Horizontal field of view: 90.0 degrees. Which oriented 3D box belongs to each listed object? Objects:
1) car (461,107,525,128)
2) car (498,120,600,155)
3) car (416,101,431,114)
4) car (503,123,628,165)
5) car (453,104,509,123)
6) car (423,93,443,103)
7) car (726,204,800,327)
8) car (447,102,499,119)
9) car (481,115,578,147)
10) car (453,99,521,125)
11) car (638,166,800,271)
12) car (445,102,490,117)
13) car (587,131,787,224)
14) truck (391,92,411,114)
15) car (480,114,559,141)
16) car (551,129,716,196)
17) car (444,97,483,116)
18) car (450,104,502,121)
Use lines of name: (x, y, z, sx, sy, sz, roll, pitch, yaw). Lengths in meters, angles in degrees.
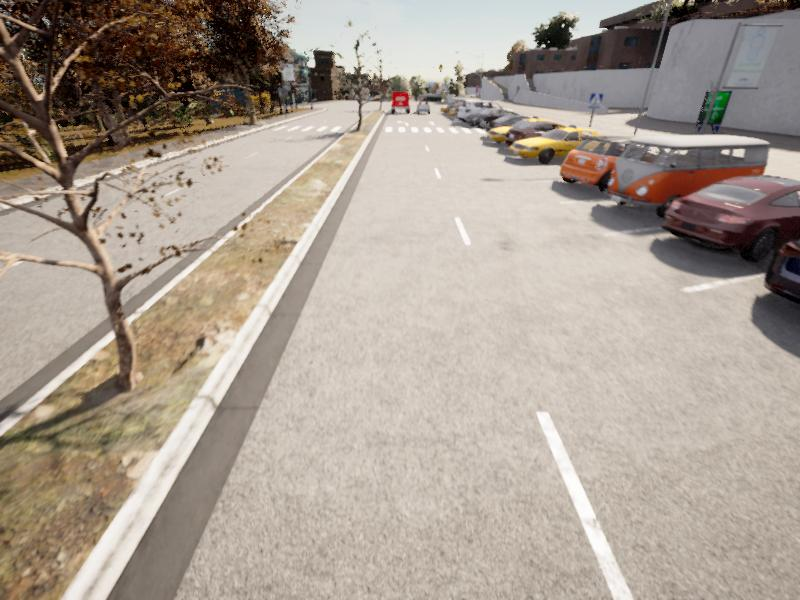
car: (8.139, -16.042, 35.162, 4.892, 1.521, 2.231, -8, 30, -18)
car: (8.135, -9.009, 22.033, 4.792, 1.488, 2.163, -8, 30, -18)
car: (3.088, -25.612, 53.150, 1.845, 1.501, 3.633, 1, 28, 0)
car: (7.932, -7.597, 19.316, 5.366, 1.575, 1.946, -8, 30, -18)
car: (8.143, -18.835, 40.433, 5.008, 1.535, 2.097, -8, 30, -18)
car: (8.121, -50.395, 99.714, 4.442, 1.987, 1.878, -8, 28, -18)
car: (8.111, -0.593, 6.231, 4.792, 1.488, 2.163, -8, 29, -18)
car: (8.319, -21.651, 45.769, 5.366, 1.575, 1.946, -8, 29, -18)
car: (7.940, -10.414, 24.576, 5.366, 1.575, 1.946, -8, 30, -18)
car: (8.165, -17.671, 37.695, 5.566, 2.045, 2.435, -8, 29, -18)
car: (8.084, -1.974, 8.862, 4.674, 1.452, 2.002, -8, 29, -18)
car: (8.174, -22.991, 48.375, 4.792, 1.488, 2.163, -8, 29, -18)
car: (7.991, -3.583, 11.329, 4.442, 1.987, 1.878, -8, 30, -18)
truck: (0.094, -26.847, 54.397, 2.627, 2.467, 5.204, 1, 27, 0)
car: (8.113, -11.808, 27.287, 4.674, 1.452, 2.002, -8, 29, -18)
car: (8.071, -4.916, 14.048, 4.553, 1.767, 2.185, -8, 29, -18)
car: (8.049, -24.583, 50.844, 4.442, 1.987, 1.878, -8, 30, -18)
car: (8.135, -20.229, 43.074, 4.892, 1.521, 2.231, -8, 29, -18)
